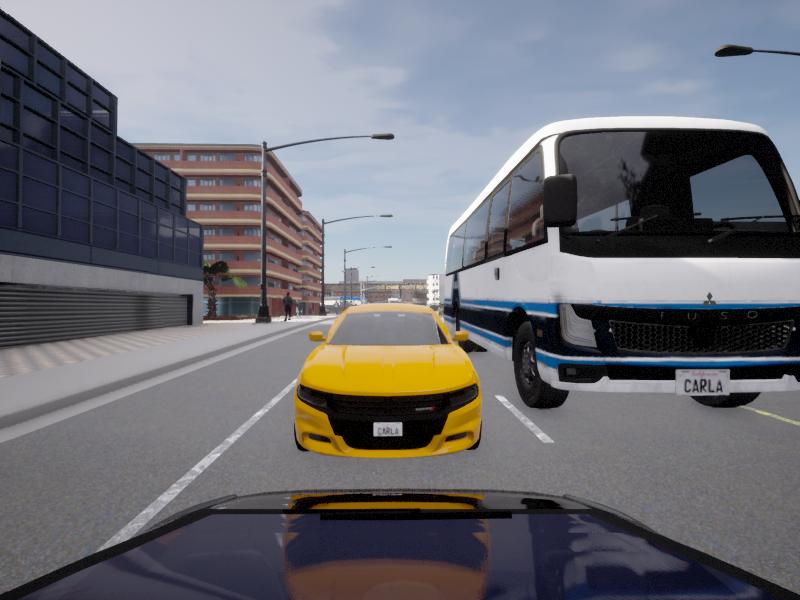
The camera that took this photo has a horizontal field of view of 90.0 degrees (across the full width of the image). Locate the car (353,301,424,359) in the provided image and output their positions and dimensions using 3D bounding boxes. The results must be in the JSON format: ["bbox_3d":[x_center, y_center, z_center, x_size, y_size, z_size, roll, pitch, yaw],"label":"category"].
[{"bbox_3d":[-0.325,0.768,12.619,1.812,1.442,4.674,0,1,-1],"label":"car"}]

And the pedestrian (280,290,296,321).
[{"bbox_3d":[-6.744,0.350,24.117,0.751,1.860,0.751,0,-1,-1],"label":"pedestrian"}]

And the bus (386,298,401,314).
[{"bbox_3d":[-1.749,1.683,111.703,3.944,4.253,10.273,0,-1,-1],"label":"bus"}]

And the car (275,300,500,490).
[{"bbox_3d":[-0.158,0.790,5.854,1.882,1.535,5.008,0,1,-1],"label":"car"}]

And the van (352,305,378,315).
[{"bbox_3d":[-8.581,2.373,99.159,6.366,2.431,2.351,0,-1,-4],"label":"van"}]

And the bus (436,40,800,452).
[{"bbox_3d":[3.384,-0.601,9.306,3.944,4.253,10.273,0,1,-1],"label":"bus"}]
